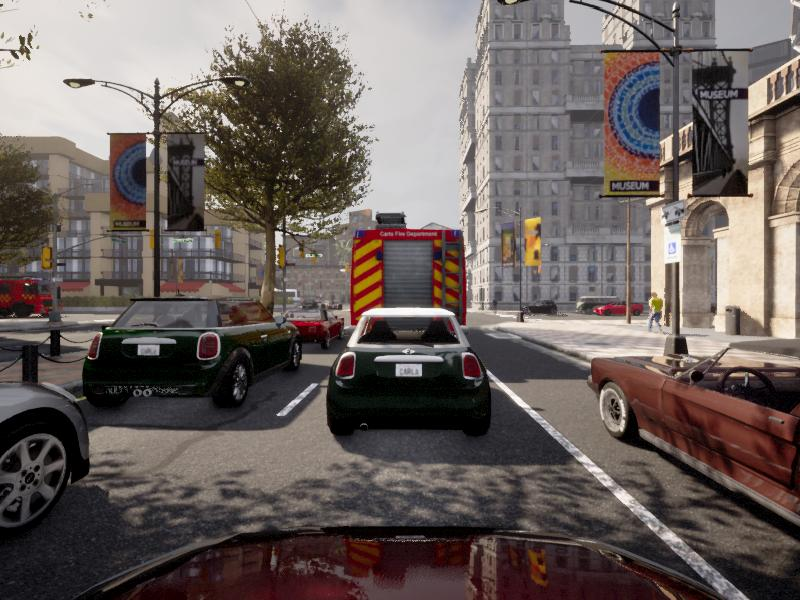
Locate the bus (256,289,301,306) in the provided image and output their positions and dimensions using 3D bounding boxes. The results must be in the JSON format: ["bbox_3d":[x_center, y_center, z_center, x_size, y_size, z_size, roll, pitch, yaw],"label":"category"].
[{"bbox_3d":[-30.942,-0.534,102.441,10.273,4.253,3.944,0,0,2],"label":"bus"}]

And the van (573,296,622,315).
[{"bbox_3d":[21.300,0.599,43.240,4.442,1.987,1.775,0,0,1],"label":"van"}]

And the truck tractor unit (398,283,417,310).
[{"bbox_3d":[1.251,-0.498,64.851,3.053,4.208,6.516,0,0,2],"label":"truck tractor unit"}]

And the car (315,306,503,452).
[{"bbox_3d":[0.119,0.853,6.110,1.970,1.475,3.806,0,0,1],"label":"car"}]

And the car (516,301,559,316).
[{"bbox_3d":[13.687,0.827,39.851,3.633,1.501,1.845,0,0,1],"label":"car"}]

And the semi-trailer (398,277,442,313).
[{"bbox_3d":[2.479,-0.620,57.070,2.717,4.402,14.254,0,0,-12],"label":"semi-trailer"}]

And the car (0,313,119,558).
[{"bbox_3d":[-3.473,0.853,1.600,1.970,1.475,3.806,0,0,1],"label":"car"}]

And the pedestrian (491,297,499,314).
[{"bbox_3d":[10.548,0.637,44.478,0.751,1.860,0.751,0,0,4],"label":"pedestrian"}]

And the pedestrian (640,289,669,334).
[{"bbox_3d":[10.732,0.485,16.914,0.751,1.860,0.751,0,0,2],"label":"pedestrian"}]

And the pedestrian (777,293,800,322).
[{"bbox_3d":[24.836,0.485,25.609,0.751,1.860,0.751,0,0,0],"label":"pedestrian"}]

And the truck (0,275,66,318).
[{"bbox_3d":[-36.342,-0.319,37.049,8.468,3.827,2.891,0,0,1],"label":"truck"}]

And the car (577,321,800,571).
[{"bbox_3d":[3.308,0.938,3.058,1.895,1.301,4.718,0,0,1],"label":"car"}]

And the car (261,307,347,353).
[{"bbox_3d":[-3.218,0.944,14.445,1.895,1.301,4.718,0,0,1],"label":"car"}]

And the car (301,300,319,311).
[{"bbox_3d":[-13.798,0.815,61.323,1.789,1.549,3.705,0,0,1],"label":"car"}]

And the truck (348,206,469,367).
[{"bbox_3d":[0.274,-0.321,13.781,2.891,3.827,8.468,0,0,1],"label":"truck"}]

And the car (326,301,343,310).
[{"bbox_3d":[-10.261,0.853,63.188,1.970,1.475,3.806,0,0,1],"label":"car"}]

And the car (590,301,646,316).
[{"bbox_3d":[21.599,0.829,39.735,4.514,1.525,2.007,0,0,1],"label":"car"}]

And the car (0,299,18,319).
[{"bbox_3d":[-35.594,0.771,33.543,5.238,1.638,1.930,0,0,0],"label":"car"}]

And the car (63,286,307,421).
[{"bbox_3d":[-3.355,0.694,7.527,2.097,1.767,4.553,0,0,1],"label":"car"}]
